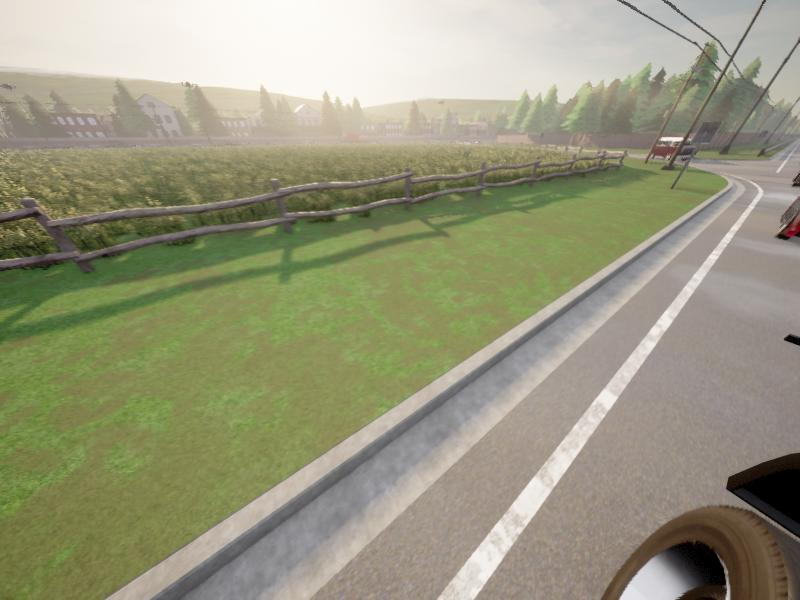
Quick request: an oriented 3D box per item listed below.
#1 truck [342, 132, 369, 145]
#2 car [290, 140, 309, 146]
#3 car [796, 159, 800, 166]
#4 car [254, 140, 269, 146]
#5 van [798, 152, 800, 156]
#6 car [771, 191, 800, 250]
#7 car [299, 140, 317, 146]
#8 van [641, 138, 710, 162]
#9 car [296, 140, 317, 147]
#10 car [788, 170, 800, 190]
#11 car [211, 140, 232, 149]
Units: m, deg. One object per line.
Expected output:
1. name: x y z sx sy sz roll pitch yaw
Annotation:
1. truck: -15.721 -57.387 81.985 8.468 3.827 2.891 -22 41 -28
2. car: -31.831 -49.932 73.565 5.008 1.535 1.882 -22 41 -28
3. car: 37.331 -12.691 20.251 4.792 1.488 2.163 -22 41 -28
4. car: -44.083 -49.907 73.614 3.633 1.501 1.845 -22 41 -28
5. van: 54.531 -20.099 29.764 6.366 2.431 2.351 -22 41 -28
6. car: 11.591 -2.202 5.728 4.181 1.385 1.994 -23 41 -28
7. car: -30.905 -52.763 77.566 5.008 1.535 1.882 -22 41 -28
8. van: 28.941 -16.019 24.554 2.069 2.038 4.480 6 36 9
9. car: -29.008 -48.619 71.675 5.366 1.575 1.801 -22 41 -28
10. car: 22.338 -6.630 11.683 5.027 1.651 2.152 -22 41 -28
11. car: -45.430 -39.660 58.854 3.866 1.878 1.905 -22 41 -28
